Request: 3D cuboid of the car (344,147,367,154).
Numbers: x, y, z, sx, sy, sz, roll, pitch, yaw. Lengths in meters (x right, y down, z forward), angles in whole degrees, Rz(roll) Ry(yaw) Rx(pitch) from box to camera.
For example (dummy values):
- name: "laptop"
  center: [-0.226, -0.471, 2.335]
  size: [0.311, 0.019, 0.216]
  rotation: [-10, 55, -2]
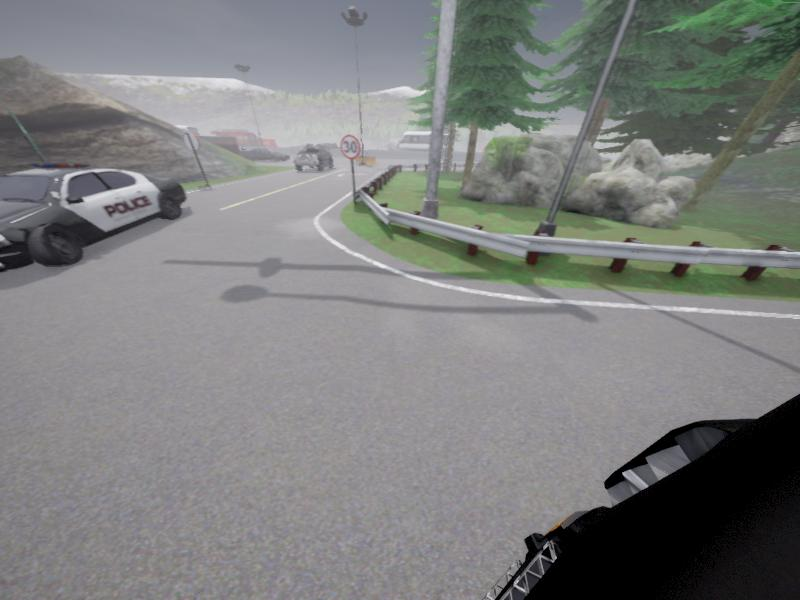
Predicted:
- name: "car"
  center: [-10.352, -35.042, 54.127]
  size: [4.718, 1.301, 1.895]
  rotation: [4, 34, 3]

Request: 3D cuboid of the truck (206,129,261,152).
- name: "truck"
  center: [-35.072, -33.754, 48.950]
  size: [8.468, 3.827, 2.891]
  rotation: [4, 34, 3]

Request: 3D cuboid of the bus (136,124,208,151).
- name: "bus"
  center: [-48.430, -34.726, 49.448]
  size: [10.273, 4.253, 3.944]
  rotation: [4, 34, 3]

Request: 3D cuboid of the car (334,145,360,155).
- name: "car"
  center: [-11.073, -31.292, 48.261]
  size: [4.856, 1.649, 2.033]
  rotation: [4, 34, 3]

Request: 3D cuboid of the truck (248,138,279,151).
- name: "truck"
  center: [-32.373, -36.953, 54.994]
  size: [5.204, 2.467, 2.627]
  rotation: [4, 34, 3]

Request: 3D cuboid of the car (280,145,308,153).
- name: "car"
  center: [-23.743, -33.981, 51.921]
  size: [5.357, 1.411, 2.033]
  rotation: [4, 34, 3]

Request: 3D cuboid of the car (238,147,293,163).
- name: "car"
  center: [-16.320, -17.753, 28.252]
  size: [5.357, 1.411, 2.033]
  rotation: [4, 34, 3]

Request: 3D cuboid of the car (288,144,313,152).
- name: "car"
  center: [-23.575, -35.982, 54.788]
  size: [4.892, 1.490, 1.837]
  rotation: [4, 34, 3]

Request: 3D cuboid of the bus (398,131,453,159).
- name: "bus"
  center: [4.919, -31.277, 46.558]
  size: [10.273, 4.253, 3.944]
  rotation: [4, 34, 3]

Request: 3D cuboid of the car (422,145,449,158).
- name: "car"
  center: [7.578, -32.227, 50.041]
  size: [5.566, 2.045, 2.150]
  rotation: [4, 34, 3]

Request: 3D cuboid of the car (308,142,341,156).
- name: "car"
  center: [-14.752, -29.732, 45.435]
  size: [5.566, 2.045, 2.150]
  rotation: [4, 34, 3]

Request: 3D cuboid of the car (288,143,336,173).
- name: "car"
  center: [-6.935, -11.687, 18.888]
  size: [1.932, 1.855, 4.605]
  rotation: [3, 34, 1]

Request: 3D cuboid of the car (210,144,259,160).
- name: "car"
  center: [-22.372, -20.172, 31.449]
  size: [4.974, 1.542, 2.038]
  rotation: [4, 34, 3]

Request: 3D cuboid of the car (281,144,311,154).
- name: "car"
  center: [-21.970, -31.973, 48.866]
  size: [5.366, 1.575, 1.801]
  rotation: [4, 34, 3]

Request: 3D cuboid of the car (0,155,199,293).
- name: "car"
  center: [-7.453, -2.143, 5.196]
  size: [2.038, 1.542, 4.974]
  rotation: [-3, 36, -6]

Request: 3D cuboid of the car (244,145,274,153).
- name: "car"
  center: [-28.287, -30.296, 46.378]
  size: [4.718, 1.301, 1.895]
  rotation: [4, 34, 3]
